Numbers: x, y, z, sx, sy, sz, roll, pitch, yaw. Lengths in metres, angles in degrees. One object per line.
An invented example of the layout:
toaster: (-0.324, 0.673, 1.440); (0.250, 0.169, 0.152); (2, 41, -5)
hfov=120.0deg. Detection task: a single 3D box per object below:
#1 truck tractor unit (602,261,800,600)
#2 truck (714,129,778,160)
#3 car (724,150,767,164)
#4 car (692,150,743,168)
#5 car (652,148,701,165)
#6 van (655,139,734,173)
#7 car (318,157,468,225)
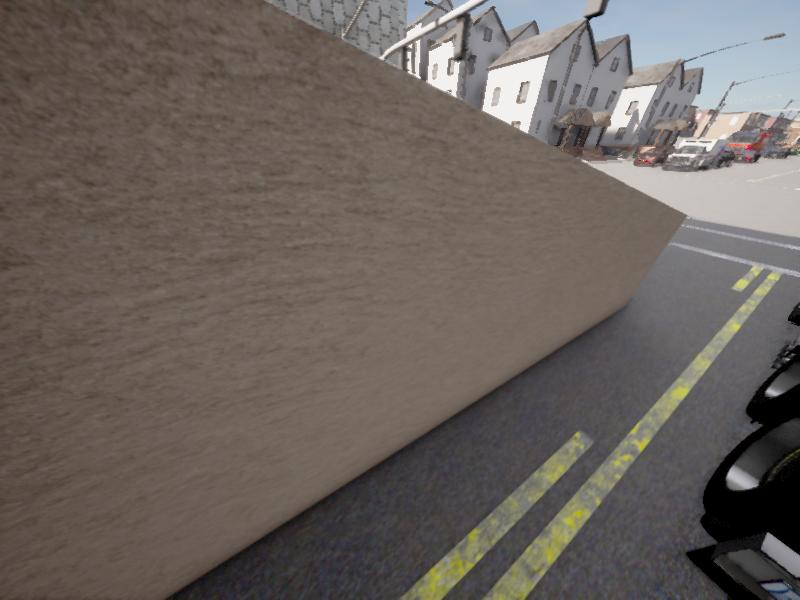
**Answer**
truck tractor unit: (5.109, -0.302, 0.792); (6.516, 4.208, 3.053); (-18, 39, -24)
truck: (55.366, -24.980, 37.028); (8.468, 3.827, 2.891); (-17, 39, -23)
car: (43.891, -18.190, 29.329); (4.181, 1.385, 1.994); (-17, 38, -23)
car: (34.571, -15.397, 25.124); (4.892, 1.490, 1.837); (-17, 38, -23)
car: (33.195, -17.253, 27.765); (4.902, 1.511, 2.128); (-17, 38, -23)
van: (27.796, -13.715, 21.832); (6.366, 2.431, 2.351); (-17, 38, -23)
car: (-0.174, -4.379, 8.878); (5.027, 1.651, 2.152); (-18, 39, -25)
